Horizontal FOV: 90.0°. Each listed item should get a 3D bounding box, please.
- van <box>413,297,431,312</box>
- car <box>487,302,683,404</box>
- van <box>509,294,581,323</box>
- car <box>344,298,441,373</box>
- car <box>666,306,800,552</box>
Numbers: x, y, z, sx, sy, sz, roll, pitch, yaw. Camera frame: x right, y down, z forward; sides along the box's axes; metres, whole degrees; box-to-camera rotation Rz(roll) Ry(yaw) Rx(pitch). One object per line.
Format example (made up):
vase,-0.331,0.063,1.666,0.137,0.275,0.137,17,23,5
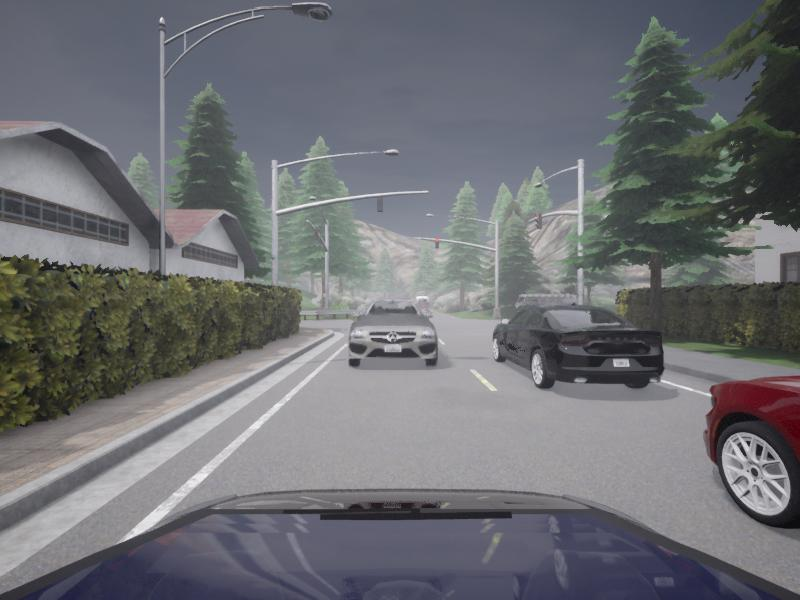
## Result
van,2.887,0.571,53.551,2.069,2.038,4.480,0,0,-1
car,3.393,0.823,8.653,1.882,1.535,5.008,0,0,-1
van,10.244,0.583,28.449,4.442,1.987,1.775,0,0,0
car,-0.203,0.780,11.357,2.152,1.651,5.027,0,0,-1
car,3.475,0.823,1.271,1.882,1.535,5.008,0,0,-1
